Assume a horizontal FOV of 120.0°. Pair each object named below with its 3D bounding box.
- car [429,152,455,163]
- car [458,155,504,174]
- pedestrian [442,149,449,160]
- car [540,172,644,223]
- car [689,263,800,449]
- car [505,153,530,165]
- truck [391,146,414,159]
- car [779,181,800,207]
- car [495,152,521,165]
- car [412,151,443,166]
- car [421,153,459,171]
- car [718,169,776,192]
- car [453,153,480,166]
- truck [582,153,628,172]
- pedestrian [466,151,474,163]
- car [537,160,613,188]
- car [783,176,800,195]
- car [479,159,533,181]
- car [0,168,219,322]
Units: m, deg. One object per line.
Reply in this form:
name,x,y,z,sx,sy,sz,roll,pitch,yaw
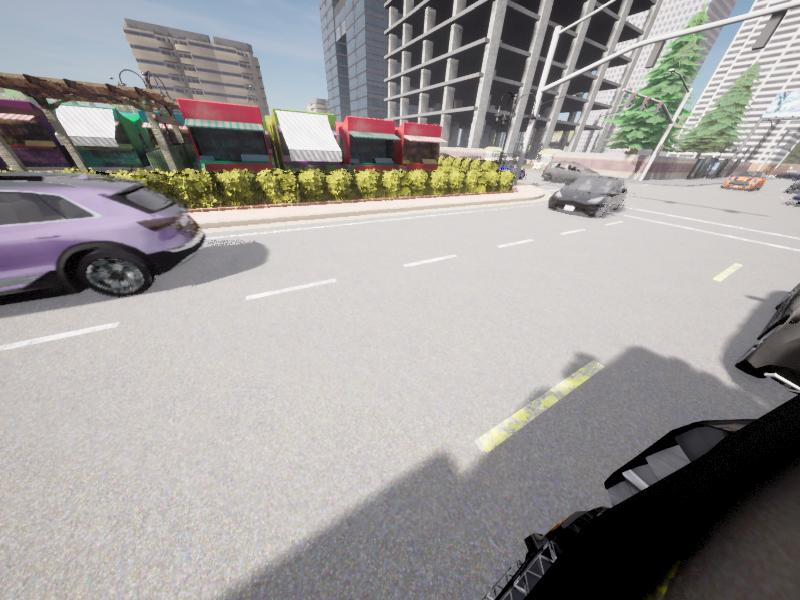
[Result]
car,7.669,-26.493,42.961,1.882,1.535,5.008,-16,38,-26
car,9.726,-16.595,28.218,2.038,1.542,4.974,-16,38,-26
pedestrian,9.743,-31.070,49.408,0.751,1.860,0.751,-15,37,-25
car,9.000,-4.950,10.764,4.792,1.488,2.163,-22,41,-32
car,6.039,0.331,2.551,4.902,1.511,2.128,-15,38,-25
car,23.687,-28.533,46.713,1.905,1.878,3.866,-15,38,-25
truck,0.515,-33.956,53.142,2.390,2.098,6.274,-16,38,-26
car,28.911,-6.685,14.957,5.357,1.411,2.033,-1,34,-6
car,21.125,-27.828,45.453,1.905,1.878,3.866,-15,38,-25
car,4.171,-22.243,36.195,1.930,1.638,5.238,-16,38,-26
car,4.964,-17.486,29.184,1.882,1.535,5.008,-16,38,-26
car,35.165,-12.203,23.432,4.553,1.767,2.097,-15,38,-25
car,10.934,-23.239,38.248,1.851,1.617,3.988,-16,38,-26
truck,37.047,-25.035,42.008,2.615,2.467,5.204,-15,38,-25
pedestrian,13.352,-27.391,44.144,0.751,1.860,0.751,-15,38,-25
car,15.240,-11.241,20.456,2.242,1.667,4.611,-17,39,-28
car,39.911,-11.160,22.501,4.892,1.490,1.837,-15,38,-25
car,9.946,-12.428,22.007,1.816,1.474,4.193,-16,38,-26
car,-5.927,-0.869,3.327,4.856,1.649,2.033,-15,38,-25
